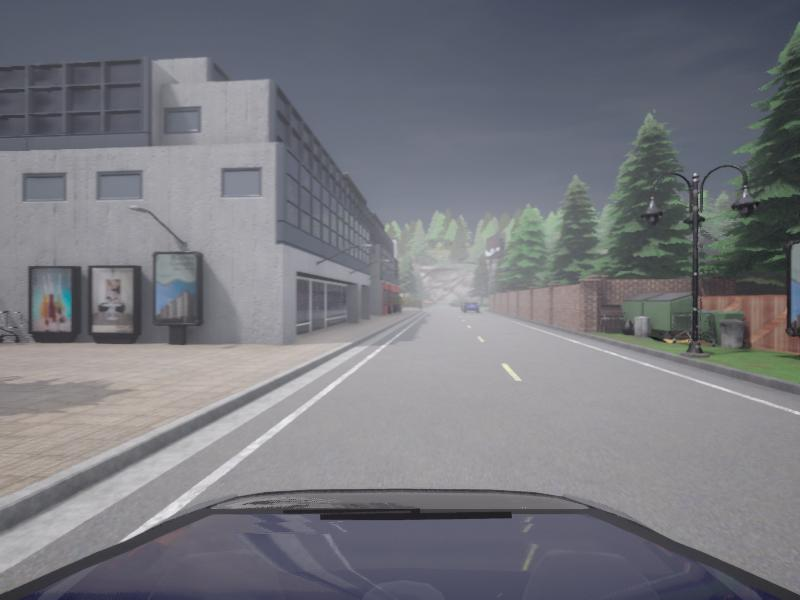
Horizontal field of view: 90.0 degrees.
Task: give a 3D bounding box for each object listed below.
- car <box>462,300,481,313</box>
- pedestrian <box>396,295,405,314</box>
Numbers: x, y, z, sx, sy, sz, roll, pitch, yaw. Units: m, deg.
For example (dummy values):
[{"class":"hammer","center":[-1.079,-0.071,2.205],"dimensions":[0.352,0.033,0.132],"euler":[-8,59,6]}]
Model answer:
[{"class":"car","center":[8.716,0.790,49.256],"dimensions":[2.007,1.525,4.514],"euler":[0,0,6]},{"class":"pedestrian","center":[0.039,0.438,38.837],"dimensions":[0.751,1.860,0.751],"euler":[0,0,5]}]
